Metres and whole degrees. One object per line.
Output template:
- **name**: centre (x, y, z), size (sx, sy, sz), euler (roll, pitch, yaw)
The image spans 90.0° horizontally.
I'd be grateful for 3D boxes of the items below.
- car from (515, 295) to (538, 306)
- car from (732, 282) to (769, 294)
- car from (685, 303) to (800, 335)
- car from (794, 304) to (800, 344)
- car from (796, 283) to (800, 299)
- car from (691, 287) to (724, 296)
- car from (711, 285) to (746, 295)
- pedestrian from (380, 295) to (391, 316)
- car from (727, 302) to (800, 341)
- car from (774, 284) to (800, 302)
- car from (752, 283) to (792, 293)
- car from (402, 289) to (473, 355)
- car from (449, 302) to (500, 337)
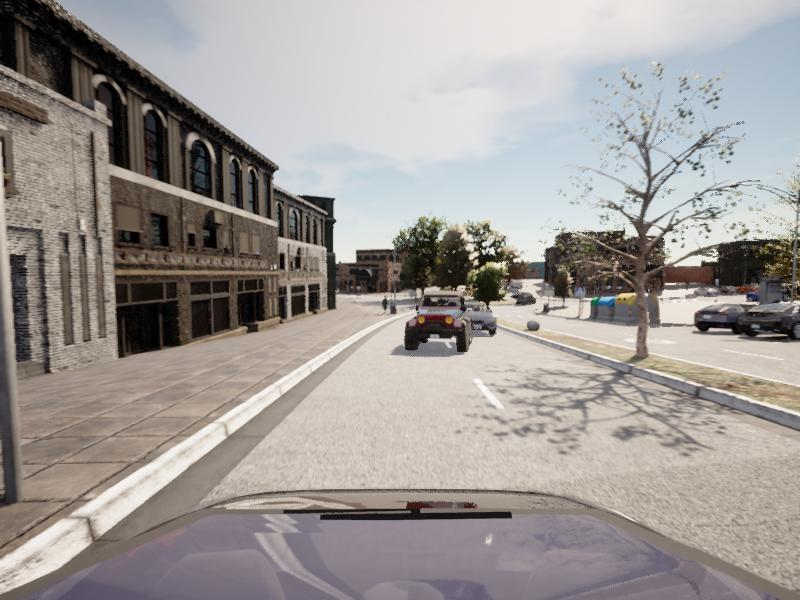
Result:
- **car**: centre (21.293, 0.024, 67.161), size (3.988, 1.617, 1.851), euler (-4, 5, -43)
- **car**: centre (58.549, -1.989, 67.025), size (2.185, 1.767, 4.553), euler (-4, 1, 1)
- **car**: centre (17.453, 0.932, 20.453), size (4.792, 1.488, 2.163), euler (1, 0, -16)
- **car**: centre (17.131, 0.922, 14.537), size (4.674, 1.452, 2.002), euler (1, 0, -17)
- **car**: centre (53.920, -1.122, 50.470), size (2.435, 2.045, 5.566), euler (-5, 3, 3)
- **car**: centre (53.076, -1.487, 69.198), size (2.002, 1.452, 4.674), euler (-4, 1, 1)
- **car**: centre (55.822, -1.666, 68.099), size (2.163, 1.488, 4.792), euler (-4, 1, 1)
- **pedestrian**: centre (-1.358, 0.492, 37.045), size (0.751, 1.860, 0.751), euler (2, 4, 26)
- **car**: centre (17.255, 0.892, 17.493), size (4.892, 1.521, 2.231), euler (1, 0, -17)
- **car**: centre (51.171, -0.923, 51.507), size (1.878, 1.987, 4.442), euler (-4, 3, 3)
- **car**: centre (61.307, -2.005, 66.019), size (2.163, 1.488, 4.792), euler (-4, 1, 1)
- **car**: centre (1.404, 0.636, 13.493), size (1.905, 1.878, 3.866), euler (0, 0, 13)
- **car**: centre (3.429, 0.856, 19.204), size (1.816, 1.474, 4.193), euler (0, 0, 2)
